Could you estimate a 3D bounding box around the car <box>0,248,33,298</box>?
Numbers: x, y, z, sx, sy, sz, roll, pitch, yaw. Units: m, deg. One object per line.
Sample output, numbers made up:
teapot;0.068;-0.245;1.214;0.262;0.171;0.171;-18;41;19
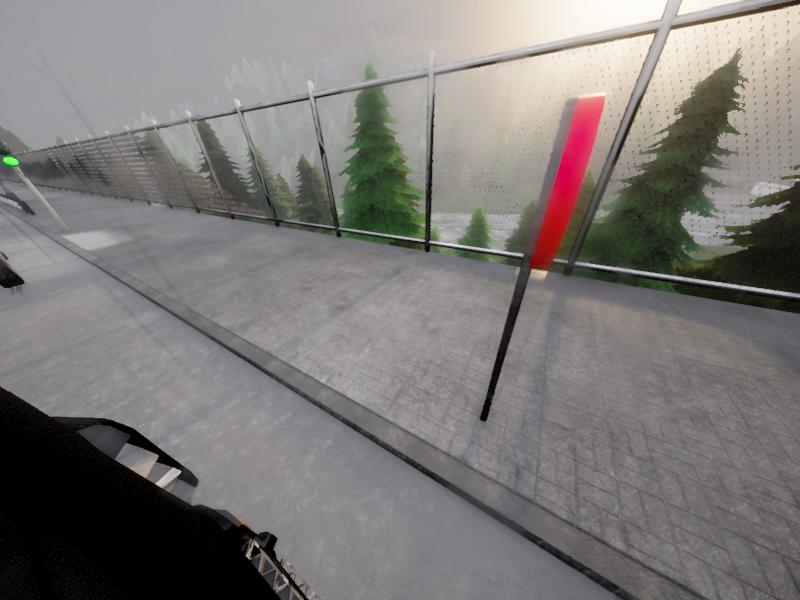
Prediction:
car;-10.316;-1.017;4.659;4.553;1.767;2.097;16;38;26
